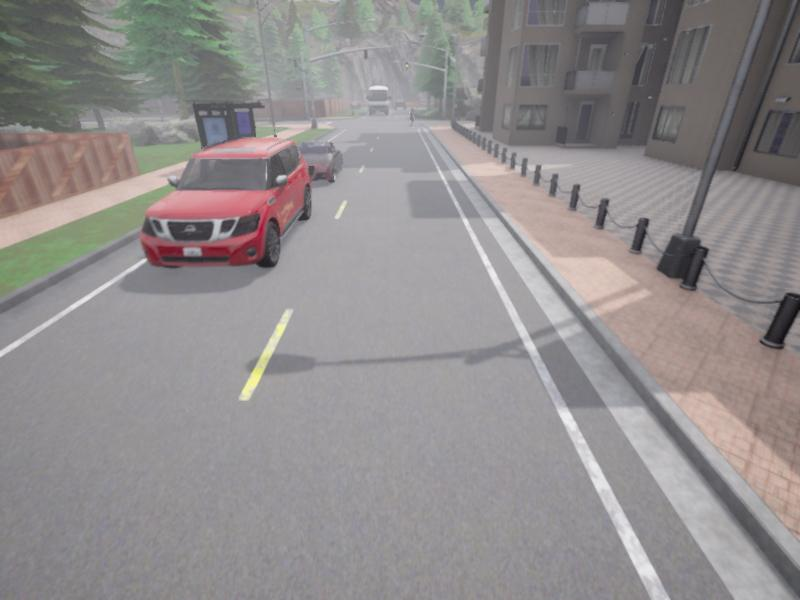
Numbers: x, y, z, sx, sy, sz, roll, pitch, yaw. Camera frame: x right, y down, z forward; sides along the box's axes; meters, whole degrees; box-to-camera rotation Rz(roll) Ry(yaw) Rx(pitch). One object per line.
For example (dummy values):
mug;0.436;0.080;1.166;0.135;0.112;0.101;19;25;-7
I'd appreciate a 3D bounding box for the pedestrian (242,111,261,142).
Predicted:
pedestrian;-10.057;-11.803;27.205;0.751;1.860;0.751;-2;27;-3

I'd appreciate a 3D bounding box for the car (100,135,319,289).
car;-3.491;-2.380;9.032;2.150;2.045;5.566;0;27;0

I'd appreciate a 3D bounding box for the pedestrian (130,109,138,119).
pedestrian;-35.594;-24.905;53.567;0.500;1.100;0.500;3;27;6

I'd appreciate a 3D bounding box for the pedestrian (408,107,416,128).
pedestrian;1.228;-18.483;40.526;0.751;1.860;0.751;0;27;1

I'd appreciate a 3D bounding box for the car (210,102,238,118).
car;-24.992;-27.123;57.096;1.932;1.855;4.605;-1;27;-1

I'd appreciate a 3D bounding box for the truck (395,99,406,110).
truck;0.041;-43.203;88.440;2.390;2.098;6.274;0;27;0

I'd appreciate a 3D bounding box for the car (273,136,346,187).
car;-3.489;-5.732;16.300;1.994;1.385;4.181;0;27;0

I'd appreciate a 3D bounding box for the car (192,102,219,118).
car;-27.497;-26.916;56.702;1.905;1.878;3.866;-1;27;-1

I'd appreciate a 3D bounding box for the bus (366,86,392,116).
bus;-3.347;-33.671;67.540;3.944;4.253;10.273;0;27;0
